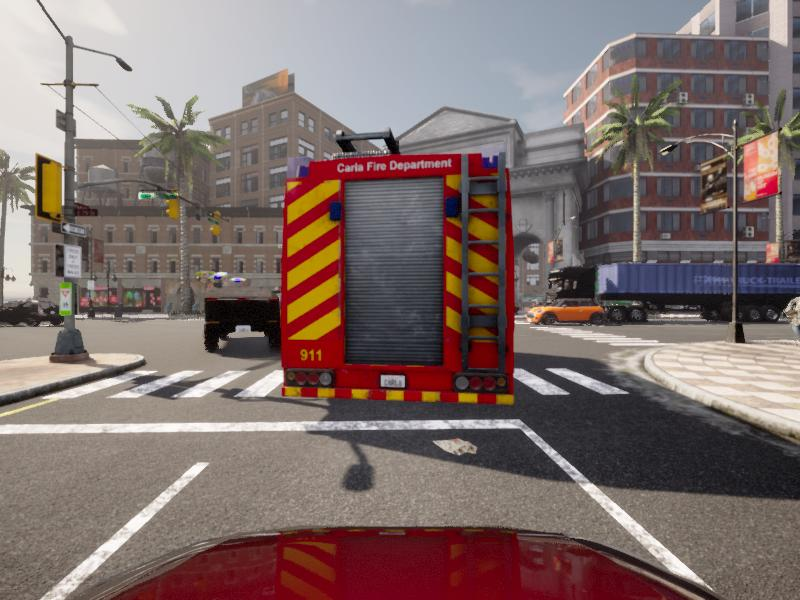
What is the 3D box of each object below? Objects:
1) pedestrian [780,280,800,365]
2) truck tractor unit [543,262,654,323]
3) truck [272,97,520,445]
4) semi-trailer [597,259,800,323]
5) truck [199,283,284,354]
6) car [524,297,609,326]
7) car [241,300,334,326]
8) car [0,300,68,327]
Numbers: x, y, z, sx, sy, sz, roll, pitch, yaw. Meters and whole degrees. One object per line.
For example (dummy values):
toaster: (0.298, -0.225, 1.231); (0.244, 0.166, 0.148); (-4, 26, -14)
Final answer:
pedestrian: (9.099, 0.485, 8.915); (0.751, 1.860, 0.751); (0, 0, -32)
truck tractor unit: (14.216, -0.519, 29.079); (6.516, 4.208, 3.053); (0, 0, -1)
truck: (0.505, -0.321, 8.809); (2.891, 3.827, 8.468); (0, 0, 8)
semi-trailer: (22.129, -0.617, 29.136); (14.254, 4.402, 2.717); (0, 0, 0)
truck: (-5.840, 0.542, 15.060); (2.390, 2.098, 6.274); (0, 0, -20)
car: (10.511, 0.694, 25.552); (4.553, 1.767, 2.097); (0, 0, -2)
car: (-6.918, 0.802, 25.017); (5.366, 1.575, 1.801); (0, 0, -2)
car: (-22.870, 0.787, 24.275); (3.988, 1.617, 1.851); (0, 0, 2)
